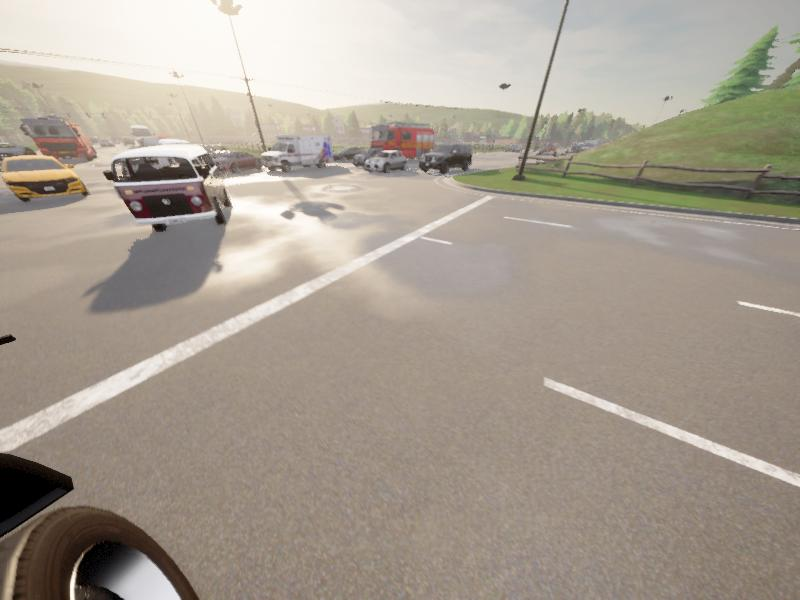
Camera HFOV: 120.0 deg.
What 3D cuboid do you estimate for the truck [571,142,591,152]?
[{"bbox_3d":[49.351,-41.830,63.046,6.274,2.098,2.390,-28,44,-35],"label":"truck"}]

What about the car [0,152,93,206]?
[{"bbox_3d":[-16.033,-5.598,10.380,5.008,1.535,1.882,25,41,30],"label":"car"}]

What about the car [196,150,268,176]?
[{"bbox_3d":[-12.843,-10.788,18.034,1.994,1.385,4.181,8,35,10],"label":"car"}]

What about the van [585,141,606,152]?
[{"bbox_3d":[51.064,-40.124,60.336,6.366,2.431,2.351,-28,44,-35],"label":"van"}]

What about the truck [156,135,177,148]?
[{"bbox_3d":[-55.829,-37.909,55.222,2.627,2.467,5.204,-28,44,-34],"label":"truck"}]

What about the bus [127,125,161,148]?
[{"bbox_3d":[-63.314,-40.480,57.222,3.944,4.253,10.273,-28,44,-34],"label":"bus"}]

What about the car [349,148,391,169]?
[{"bbox_3d":[-2.771,-13.579,22.078,1.845,1.501,3.633,29,43,34],"label":"car"}]

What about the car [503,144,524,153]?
[{"bbox_3d":[26.007,-34.641,52.819,4.974,1.542,2.038,-28,44,-35],"label":"car"}]

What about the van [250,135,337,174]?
[{"bbox_3d":[-8.547,-12.489,19.625,2.351,2.431,6.366,17,38,22],"label":"van"}]

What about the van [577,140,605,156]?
[{"bbox_3d":[38.350,-30.570,46.407,6.366,2.431,2.351,-28,44,-35],"label":"van"}]

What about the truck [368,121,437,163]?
[{"bbox_3d":[0.522,-19.209,28.209,8.468,3.827,2.891,-28,44,-35],"label":"truck"}]

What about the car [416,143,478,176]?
[{"bbox_3d":[4.035,-11.940,19.395,2.150,2.045,5.566,29,44,34],"label":"car"}]

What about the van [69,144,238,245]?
[{"bbox_3d":[-6.853,-3.655,7.315,2.069,2.038,4.480,-16,38,-22],"label":"van"}]

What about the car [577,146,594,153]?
[{"bbox_3d":[44.693,-36.292,55.640,4.181,1.385,1.994,-28,44,-35],"label":"car"}]

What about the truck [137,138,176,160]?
[{"bbox_3d":[-30.114,-18.752,28.519,2.390,2.098,6.274,-28,44,-35],"label":"truck"}]

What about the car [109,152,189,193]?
[{"bbox_3d":[-13.616,-7.018,12.517,4.193,1.474,1.816,25,41,30],"label":"car"}]

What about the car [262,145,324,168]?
[{"bbox_3d":[-10.509,-14.488,23.163,2.152,1.651,5.027,22,40,27],"label":"car"}]

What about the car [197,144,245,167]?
[{"bbox_3d":[-17.516,-14.194,22.575,4.611,1.667,2.242,28,43,33],"label":"car"}]

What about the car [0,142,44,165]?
[{"bbox_3d":[-36.897,-13.993,21.984,2.152,1.651,5.027,-28,44,-35],"label":"car"}]

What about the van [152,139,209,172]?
[{"bbox_3d":[-18.284,-12.088,19.215,4.480,2.038,2.069,27,43,32],"label":"van"}]

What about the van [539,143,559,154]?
[{"bbox_3d":[31.933,-32.477,49.417,4.442,1.987,1.775,-28,44,-35],"label":"van"}]

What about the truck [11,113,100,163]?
[{"bbox_3d":[-35.793,-17.128,24.577,2.891,3.827,8.468,-28,44,-34],"label":"truck"}]

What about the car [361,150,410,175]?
[{"bbox_3d":[-1.091,-11.307,18.892,1.970,1.475,3.806,22,40,27],"label":"car"}]

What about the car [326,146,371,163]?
[{"bbox_3d":[-6.062,-17.452,27.619,4.792,1.488,2.163,-29,44,-35],"label":"car"}]
